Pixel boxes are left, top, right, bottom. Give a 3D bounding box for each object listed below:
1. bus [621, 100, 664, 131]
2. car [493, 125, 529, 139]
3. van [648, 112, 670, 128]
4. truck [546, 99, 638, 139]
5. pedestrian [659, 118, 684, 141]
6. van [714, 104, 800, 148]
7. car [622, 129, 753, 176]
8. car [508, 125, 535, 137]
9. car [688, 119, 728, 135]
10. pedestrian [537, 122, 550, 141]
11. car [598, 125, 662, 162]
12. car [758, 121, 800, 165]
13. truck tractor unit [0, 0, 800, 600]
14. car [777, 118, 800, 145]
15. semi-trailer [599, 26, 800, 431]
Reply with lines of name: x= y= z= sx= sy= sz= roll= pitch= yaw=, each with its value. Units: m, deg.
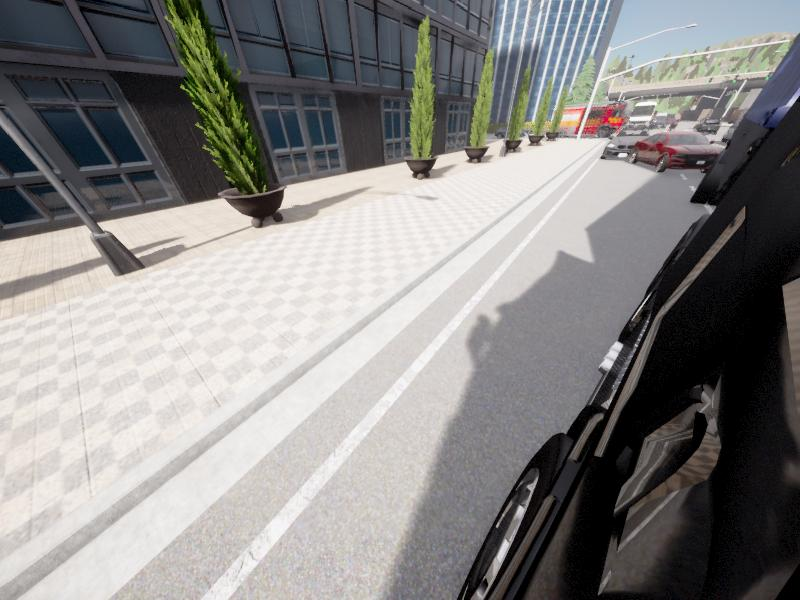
bus: x=47.636 y=-36.311 z=45.660 sx=3.944 sy=4.253 sz=10.273 roll=24 pitch=44 yaw=31
car: x=18.264 y=-27.710 z=38.165 sx=4.856 sy=1.649 sz=2.033 roll=24 pitch=44 yaw=31
van: x=55.767 y=-38.718 z=49.805 sx=1.988 sy=2.561 sz=5.915 roll=24 pitch=44 yaw=31
truck: x=25.798 y=-24.600 z=31.717 sx=2.891 sy=3.827 sz=8.468 roll=-30 pitch=44 yaw=-31
pedestrian: x=28.085 y=-17.652 z=23.895 sx=0.751 sy=1.860 sz=0.751 roll=13 pitch=39 yaw=19
van: x=28.183 y=-13.748 z=18.242 sx=2.351 sy=2.431 sz=6.366 roll=24 pitch=44 yaw=31
car: x=13.549 y=-7.454 z=11.472 sx=1.882 sy=1.535 sz=5.008 roll=10 pitch=39 yaw=17
car: x=22.332 y=-31.174 z=42.604 sx=3.705 sy=1.549 sz=1.789 roll=24 pitch=44 yaw=31
car: x=40.118 y=-22.680 z=30.202 sx=2.128 sy=1.511 sz=4.902 roll=24 pitch=44 yaw=31
pedestrian: x=17.709 y=-20.866 z=28.569 sx=0.751 sy=1.860 sz=0.751 roll=9 pitch=38 yaw=15
car: x=14.899 y=-10.236 z=15.012 sx=2.242 sy=1.667 sz=4.611 roll=25 pitch=44 yaw=32
car: x=21.451 y=-8.134 z=11.813 sx=1.930 sy=1.638 sz=5.238 roll=24 pitch=44 yaw=31
truck tractor unit: x=2.645 y=-0.295 z=0.351 sx=6.516 sy=4.208 sz=3.053 roll=-28 pitch=44 yaw=-30
car: x=32.290 y=-13.136 z=17.880 sx=1.801 sy=1.575 sz=5.366 roll=25 pitch=45 yaw=32
semi-trailer: x=8.618 y=-3.658 z=4.307 sx=14.254 sy=4.402 sz=2.717 roll=-29 pitch=44 yaw=-31
